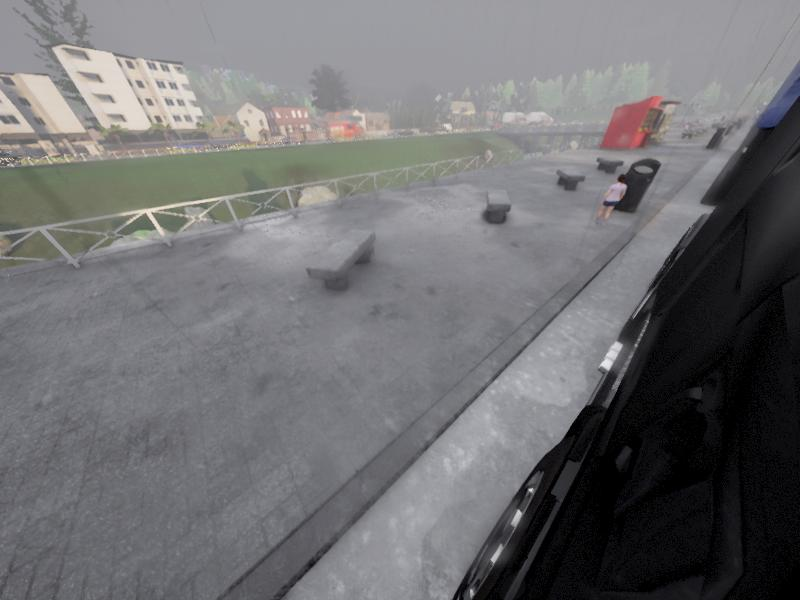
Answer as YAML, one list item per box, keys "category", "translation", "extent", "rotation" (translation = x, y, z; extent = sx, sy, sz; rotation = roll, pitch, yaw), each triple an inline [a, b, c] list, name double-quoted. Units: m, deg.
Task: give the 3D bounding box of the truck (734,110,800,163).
- category: "truck"
  translation: [21.618, -9.280, 12.940]
  extent: [6.274, 2.098, 2.390]
  rotation: [-27, 43, -29]

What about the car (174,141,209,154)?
- category: "car"
  translation: [-36.319, -26.633, 40.259]
  extent: [4.193, 1.474, 1.816]
  rotation: [-27, 43, -29]

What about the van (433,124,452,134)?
- category: "van"
  translation: [14.098, -56.726, 76.522]
  extent: [6.366, 2.431, 2.351]
  rotation: [-28, 44, -30]

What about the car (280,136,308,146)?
- category: "car"
  translation: [-22.494, -33.918, 49.125]
  extent: [4.792, 1.488, 2.163]
  rotation: [-27, 43, -29]

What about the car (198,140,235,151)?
- category: "car"
  translation: [-35.484, -29.968, 44.730]
  extent: [5.357, 1.411, 2.033]
  rotation: [-27, 43, -29]

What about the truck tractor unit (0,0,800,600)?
- category: "truck tractor unit"
  translation: [2.645, -0.295, 0.352]
  extent: [6.516, 4.208, 3.053]
  rotation: [-28, 44, -30]

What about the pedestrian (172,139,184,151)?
- category: "pedestrian"
  translation: [-42.972, -30.069, 44.727]
  extent: [0.751, 1.860, 0.751]
  rotation: [23, 44, 30]

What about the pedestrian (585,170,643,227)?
- category: "pedestrian"
  translation: [4.850, -2.321, 5.306]
  extent: [0.500, 1.100, 0.500]
  rotation: [12, 39, 19]

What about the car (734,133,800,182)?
- category: "car"
  translation: [15.882, -5.927, 9.443]
  extent: [4.181, 1.385, 1.994]
  rotation: [-27, 43, -30]

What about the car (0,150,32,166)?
- category: "car"
  translation: [-55.548, -19.433, 31.813]
  extent: [4.892, 1.490, 1.837]
  rotation: [-28, 44, -28]

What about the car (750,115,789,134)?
- category: "car"
  translation: [43.487, -20.679, 27.241]
  extent: [5.366, 1.575, 1.801]
  rotation: [-28, 43, -29]

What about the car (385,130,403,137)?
- category: "car"
  translation: [-1.738, -47.968, 66.585]
  extent: [4.892, 1.490, 1.837]
  rotation: [-28, 44, -30]

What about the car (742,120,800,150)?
- category: "car"
  translation: [27.383, -12.114, 16.855]
  extent: [4.902, 1.511, 2.128]
  rotation: [-28, 43, -29]

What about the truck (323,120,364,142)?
- category: "truck"
  translation: [-13.119, -39.842, 54.499]
  extent: [8.468, 3.827, 2.891]
  rotation: [-27, 43, -29]

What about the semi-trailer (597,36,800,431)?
- category: "semi-trailer"
  translation: [8.730, -3.583, 4.197]
  extent: [14.254, 4.402, 2.717]
  rotation: [-28, 44, -29]

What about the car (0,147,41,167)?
- category: "car"
  translation: [-51.289, -18.750, 30.309]
  extent: [3.866, 1.878, 1.905]
  rotation: [-28, 44, -30]
